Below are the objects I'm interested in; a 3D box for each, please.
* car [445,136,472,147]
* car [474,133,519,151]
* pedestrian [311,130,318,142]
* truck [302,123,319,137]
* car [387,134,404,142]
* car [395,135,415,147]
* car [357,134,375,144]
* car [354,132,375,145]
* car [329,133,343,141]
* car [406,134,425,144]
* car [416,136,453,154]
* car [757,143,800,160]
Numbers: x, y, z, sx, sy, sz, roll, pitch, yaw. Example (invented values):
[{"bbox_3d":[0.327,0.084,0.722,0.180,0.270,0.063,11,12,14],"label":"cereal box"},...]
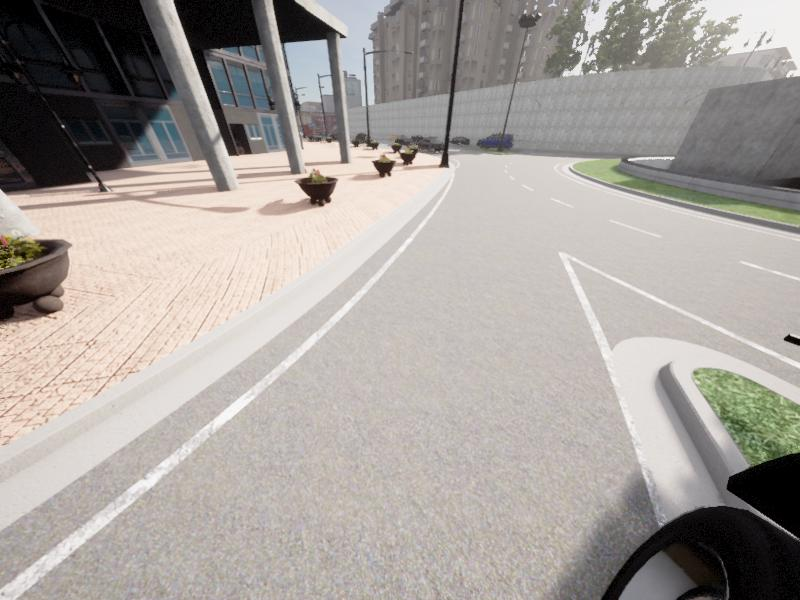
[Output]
[{"bbox_3d":[11.008,-29.899,43.494,1.837,1.490,4.892,-21,41,-26],"label":"car"},{"bbox_3d":[14.427,-23.914,34.956,2.150,2.045,5.566,-28,45,-33],"label":"car"},{"bbox_3d":[-16.277,-31.198,44.050,0.751,1.860,0.751,12,38,15],"label":"pedestrian"},{"bbox_3d":[-32.155,-60.808,82.584,2.891,3.827,8.468,-19,41,-25],"label":"truck"},{"bbox_3d":[-1.160,-41.628,59.141,1.882,1.535,5.008,-19,41,-25],"label":"car"},{"bbox_3d":[0.756,-27.972,40.599,1.845,1.501,3.633,-19,41,-25],"label":"car"},{"bbox_3d":[-7.602,-35.964,51.441,2.152,1.651,5.027,-19,41,-25],"label":"car"},{"bbox_3d":[-6.851,-31.329,44.691,1.932,1.855,4.605,-21,42,-27],"label":"car"},{"bbox_3d":[-15.697,-39.942,56.506,1.851,1.617,3.988,-19,41,-25],"label":"car"},{"bbox_3d":[3.201,-33.457,48.060,1.851,1.617,3.988,-19,41,-25],"label":"car"},{"bbox_3d":[4.249,-19.804,29.463,1.930,1.638,5.238,-15,39,-21],"label":"car"},{"bbox_3d":[50.470,-19.815,30.780,5.027,1.651,2.152,-19,41,-25],"label":"car"}]
